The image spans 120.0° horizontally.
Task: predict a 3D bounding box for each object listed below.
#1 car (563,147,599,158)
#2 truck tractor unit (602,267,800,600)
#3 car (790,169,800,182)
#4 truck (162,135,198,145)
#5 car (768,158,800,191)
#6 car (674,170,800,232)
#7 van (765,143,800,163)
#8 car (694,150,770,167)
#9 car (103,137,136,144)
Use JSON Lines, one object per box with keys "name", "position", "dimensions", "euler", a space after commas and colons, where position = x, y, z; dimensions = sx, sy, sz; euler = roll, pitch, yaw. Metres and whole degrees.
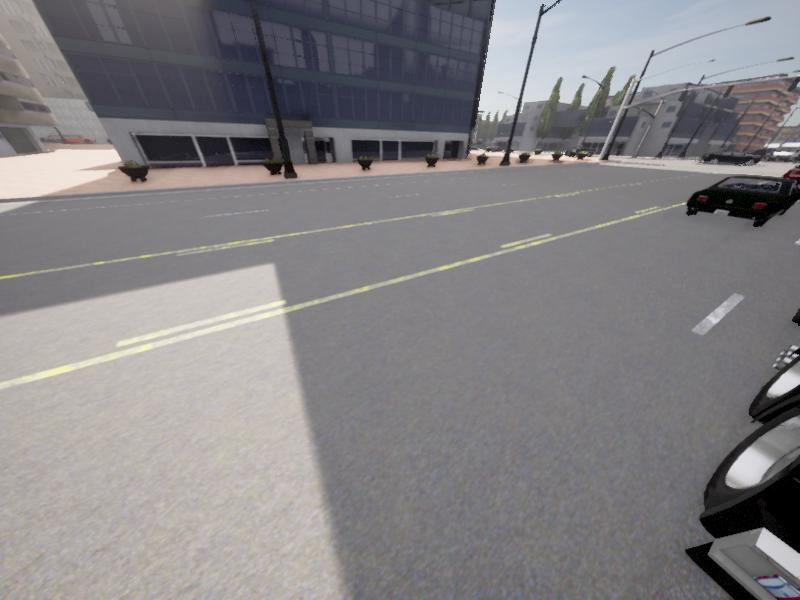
{"name": "car", "position": [30.523, -25.042, 39.146], "dimensions": [1.816, 1.474, 4.193], "euler": [-16, 38, -23]}
{"name": "truck tractor unit", "position": [5.115, -0.296, 0.778], "dimensions": [6.516, 4.208, 3.053], "euler": [-18, 39, -24]}
{"name": "car", "position": [30.338, -9.291, 16.221], "dimensions": [5.238, 1.638, 1.930], "euler": [-17, 38, -23]}
{"name": "truck", "position": [-59.316, -43.327, 62.443], "dimensions": [6.274, 2.098, 2.390], "euler": [-15, 38, -23]}
{"name": "car", "position": [24.288, -7.394, 13.548], "dimensions": [4.193, 1.474, 1.816], "euler": [-17, 38, -23]}
{"name": "car", "position": [12.547, -3.719, 8.317], "dimensions": [4.718, 1.301, 1.895], "euler": [-17, 38, -23]}
{"name": "van", "position": [61.607, -23.471, 36.781], "dimensions": [5.915, 2.561, 1.988], "euler": [-17, 38, -24]}
{"name": "car", "position": [40.964, -17.691, 28.725], "dimensions": [5.008, 1.535, 1.882], "euler": [18, 38, 23]}
{"name": "car", "position": [-67.661, -38.497, 55.843], "dimensions": [4.718, 1.301, 1.895], "euler": [-15, 38, -23]}
